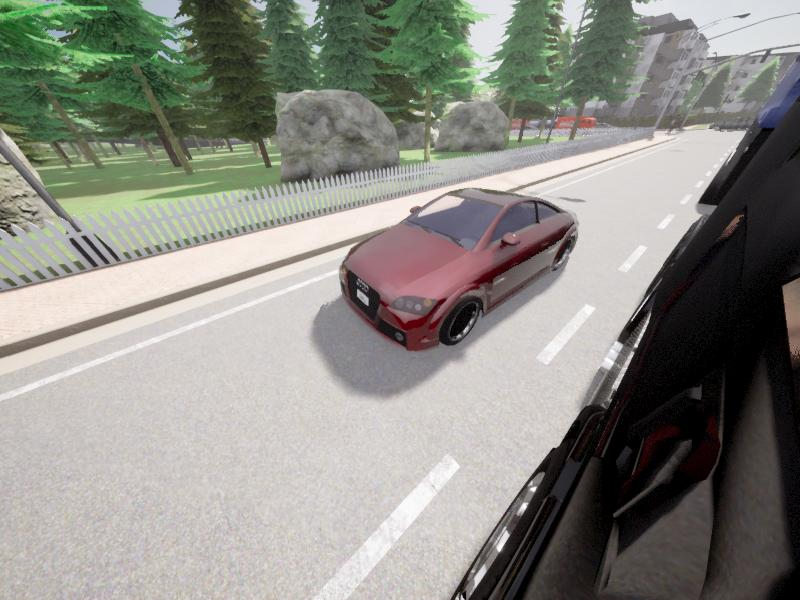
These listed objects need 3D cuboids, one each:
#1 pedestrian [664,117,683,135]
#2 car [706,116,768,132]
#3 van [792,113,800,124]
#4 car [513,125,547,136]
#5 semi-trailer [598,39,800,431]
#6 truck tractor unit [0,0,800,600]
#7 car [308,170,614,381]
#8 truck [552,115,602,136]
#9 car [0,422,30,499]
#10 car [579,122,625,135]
[{"bbox_3d":[35.953,-22.915,30.381,0.751,1.860,0.751,-26,42,-27],"label":"pedestrian"},{"bbox_3d":[45.658,-23.901,31.404,2.007,1.525,4.514,-26,43,-28],"label":"car"},{"bbox_3d":[74.270,-33.161,41.202,6.366,2.431,2.351,-17,39,-18],"label":"van"},{"bbox_3d":[23.189,-30.318,41.423,1.837,1.490,4.892,-26,43,-28],"label":"car"},{"bbox_3d":[8.707,-3.602,4.215,14.254,4.402,2.717,-28,44,-30],"label":"semi-trailer"},{"bbox_3d":[2.645,-0.295,0.351,6.516,4.208,3.053,-28,44,-30],"label":"truck tractor unit"},{"bbox_3d":[1.111,-0.950,3.700,4.181,1.385,1.994,-26,43,-28],"label":"car"},{"bbox_3d":[27.676,-27.361,36.375,2.627,2.467,5.204,-26,43,-28],"label":"truck"},{"bbox_3d":[-4.472,1.840,0.128,3.988,1.617,1.851,-27,43,-29],"label":"car"},{"bbox_3d":[31.963,-27.227,36.726,2.128,1.511,4.902,-26,43,-28],"label":"car"}]
